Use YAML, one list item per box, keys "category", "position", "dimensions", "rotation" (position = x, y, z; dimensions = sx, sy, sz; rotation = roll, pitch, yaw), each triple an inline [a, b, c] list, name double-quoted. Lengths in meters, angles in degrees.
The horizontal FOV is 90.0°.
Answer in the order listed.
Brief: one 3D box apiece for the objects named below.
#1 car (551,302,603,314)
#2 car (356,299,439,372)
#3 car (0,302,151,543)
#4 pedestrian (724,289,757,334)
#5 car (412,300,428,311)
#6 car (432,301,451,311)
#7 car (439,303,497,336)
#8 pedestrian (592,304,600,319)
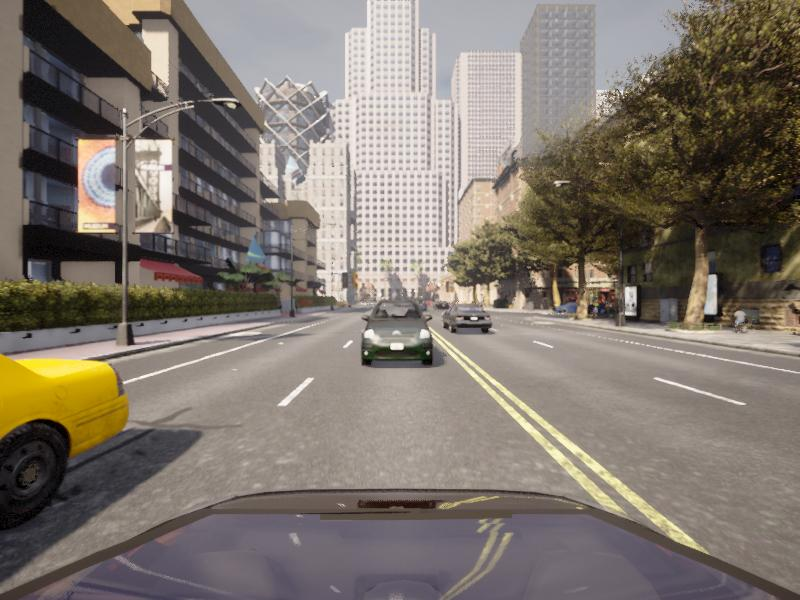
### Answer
- category: "car"
  position: [21.147, 0.903, 47.933]
  dimensions: [5.357, 1.411, 2.033]
  rotation: [0, 0, 5]
- category: "car"
  position: [-0.085, 0.790, 10.900]
  dimensions: [1.851, 1.617, 3.988]
  rotation: [0, 0, -1]
- category: "car"
  position: [-3.520, 0.802, 1.514]
  dimensions: [1.801, 1.575, 5.366]
  rotation: [0, 0, 0]
- category: "pedestrian"
  position: [14.615, 0.488, 17.189]
  dimensions: [0.751, 1.860, 0.751]
  rotation: [0, 0, 0]
- category: "car"
  position: [2.925, 0.788, 59.268]
  dimensions: [2.033, 1.649, 4.856]
  rotation: [0, 0, -1]
- category: "car"
  position: [6.423, 0.862, 62.216]
  dimensions: [2.163, 1.488, 4.792]
  rotation: [0, 0, -2]
- category: "car"
  position: [3.323, 0.898, 20.603]
  dimensions: [2.033, 1.411, 5.357]
  rotation: [0, 0, -1]
- category: "pedestrian"
  position: [15.122, 0.870, 30.872]
  dimensions: [0.500, 1.100, 0.500]
  rotation: [0, 0, 14]
